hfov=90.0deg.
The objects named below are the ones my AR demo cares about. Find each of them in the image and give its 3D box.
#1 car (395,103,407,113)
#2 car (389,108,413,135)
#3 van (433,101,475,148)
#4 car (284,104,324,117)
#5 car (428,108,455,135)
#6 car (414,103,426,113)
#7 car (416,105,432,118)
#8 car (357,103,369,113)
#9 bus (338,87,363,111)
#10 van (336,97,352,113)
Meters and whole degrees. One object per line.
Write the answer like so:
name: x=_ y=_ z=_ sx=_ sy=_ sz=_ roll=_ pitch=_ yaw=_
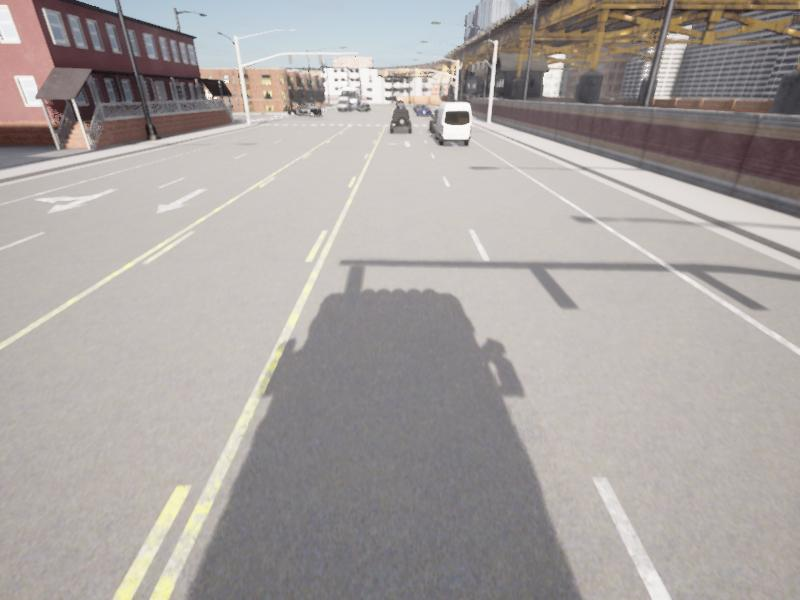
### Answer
car: x=0.158 y=-36.462 z=75.823 sx=2.163 sy=1.488 sz=4.792 roll=0 pitch=27 yaw=0
car: x=0.076 y=-15.531 z=34.713 sx=1.905 sy=1.878 sz=3.866 roll=0 pitch=27 yaw=0
van: x=3.565 y=-12.204 z=27.549 sx=1.988 sy=2.561 sz=5.915 roll=0 pitch=27 yaw=0
car: x=-14.200 y=-28.060 z=59.315 sx=5.238 sy=1.638 sz=1.930 roll=6 pitch=28 yaw=12
car: x=3.576 y=-15.578 z=34.808 sx=1.905 sy=1.878 sz=3.866 roll=0 pitch=27 yaw=0
car: x=3.652 y=-34.862 z=72.654 sx=1.882 sy=1.535 sz=5.008 roll=0 pitch=27 yaw=0
car: x=3.629 y=-29.232 z=61.935 sx=2.152 sy=1.651 sz=5.027 roll=0 pitch=27 yaw=0
car: x=-6.848 y=-35.411 z=73.719 sx=1.851 sy=1.617 sz=3.988 roll=0 pitch=27 yaw=0
bus: x=-10.201 y=-42.462 z=84.429 sx=3.944 sy=4.253 sz=10.273 roll=0 pitch=27 yaw=0
van: x=-10.348 y=-36.293 z=74.279 sx=1.988 sy=2.561 sz=5.915 roll=0 pitch=27 yaw=0
